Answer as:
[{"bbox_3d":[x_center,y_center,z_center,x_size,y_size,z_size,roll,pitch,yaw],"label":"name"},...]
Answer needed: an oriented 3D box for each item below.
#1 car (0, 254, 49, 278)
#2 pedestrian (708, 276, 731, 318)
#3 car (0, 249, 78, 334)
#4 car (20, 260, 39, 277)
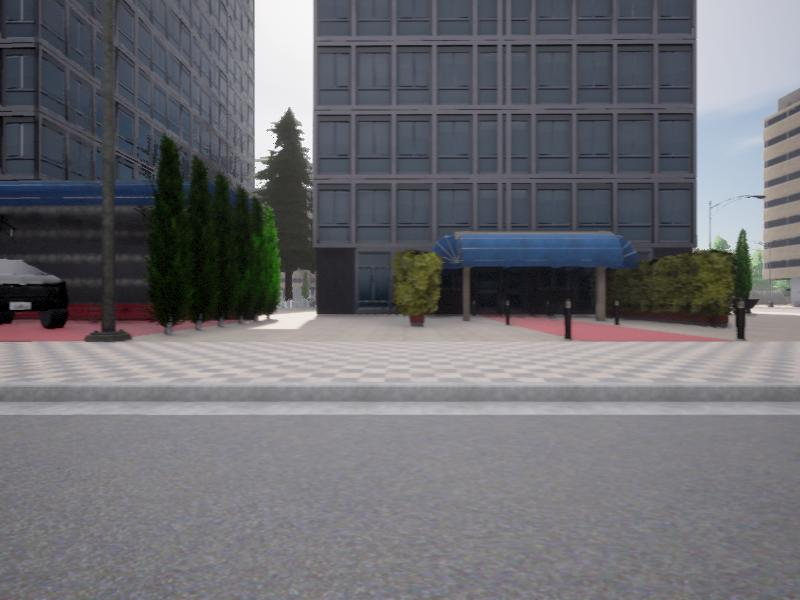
[{"bbox_3d":[-11.209,-0.949,11.130,1.642,0.535,1.750,0,0,31],"label":"car"},{"bbox_3d":[14.569,-0.123,18.257,0.751,1.860,0.751,0,0,30],"label":"pedestrian"},{"bbox_3d":[-12.379,-0.200,11.820,6.274,2.098,2.390,0,0,31],"label":"car"},{"bbox_3d":[-11.300,-0.942,12.188,0.945,0.468,0.156,0,0,31],"label":"car"}]
